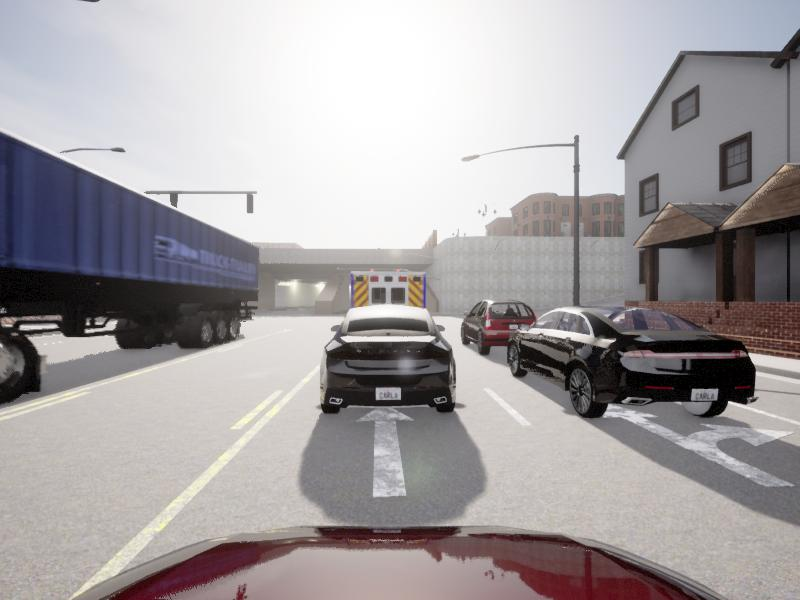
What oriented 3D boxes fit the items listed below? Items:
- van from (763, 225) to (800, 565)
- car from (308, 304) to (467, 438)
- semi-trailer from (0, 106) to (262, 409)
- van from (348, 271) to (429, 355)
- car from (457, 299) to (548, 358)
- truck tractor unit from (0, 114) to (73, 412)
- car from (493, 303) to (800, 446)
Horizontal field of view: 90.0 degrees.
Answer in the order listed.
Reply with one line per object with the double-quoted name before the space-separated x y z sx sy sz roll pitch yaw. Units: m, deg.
"van" 3.492 0.572 0.423 2.069 2.038 4.480 0 0 -2
"car" -0.209 0.844 7.073 1.837 1.490 4.892 0 0 -2
"semi-trailer" -7.459 -0.619 11.552 2.717 4.402 14.254 0 0 -3
"van" -0.436 0.378 14.773 2.351 2.431 6.366 0 0 -2
"car" 3.116 0.788 13.044 1.851 1.617 3.988 0 0 -2
"truck tractor unit" -7.108 -0.522 3.645 3.053 4.208 6.516 0 0 -2
"car" 3.293 0.836 6.852 2.128 1.511 4.902 0 0 -2
